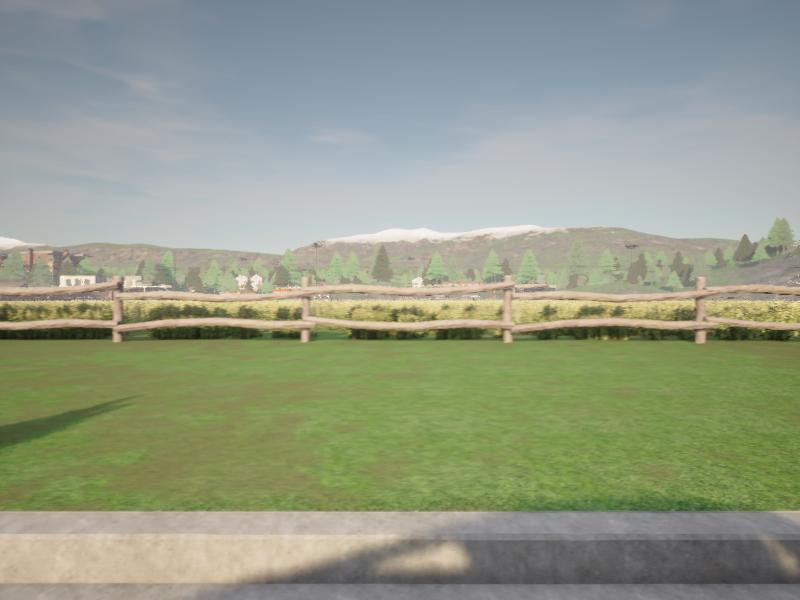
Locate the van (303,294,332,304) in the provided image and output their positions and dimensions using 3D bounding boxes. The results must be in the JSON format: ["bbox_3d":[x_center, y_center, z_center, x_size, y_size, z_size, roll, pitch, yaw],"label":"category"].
[{"bbox_3d":[-19.556,-0.230,95.111,6.366,2.431,2.351,0,0,0],"label":"van"}]

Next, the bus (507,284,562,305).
[{"bbox_3d":[28.382,-1.134,84.955,10.273,4.253,3.944,0,0,0],"label":"bus"}]

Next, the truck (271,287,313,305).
[{"bbox_3d":[-23.639,-0.928,88.089,8.468,3.827,2.891,0,0,0],"label":"truck"}]

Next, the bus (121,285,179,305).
[{"bbox_3d":[-54.840,-1.147,88.072,10.273,4.253,3.944,0,0,0],"label":"bus"}]

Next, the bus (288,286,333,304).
[{"bbox_3d":[-21.893,-1.142,98.723,10.273,4.253,3.944,0,0,0],"label":"bus"}]
